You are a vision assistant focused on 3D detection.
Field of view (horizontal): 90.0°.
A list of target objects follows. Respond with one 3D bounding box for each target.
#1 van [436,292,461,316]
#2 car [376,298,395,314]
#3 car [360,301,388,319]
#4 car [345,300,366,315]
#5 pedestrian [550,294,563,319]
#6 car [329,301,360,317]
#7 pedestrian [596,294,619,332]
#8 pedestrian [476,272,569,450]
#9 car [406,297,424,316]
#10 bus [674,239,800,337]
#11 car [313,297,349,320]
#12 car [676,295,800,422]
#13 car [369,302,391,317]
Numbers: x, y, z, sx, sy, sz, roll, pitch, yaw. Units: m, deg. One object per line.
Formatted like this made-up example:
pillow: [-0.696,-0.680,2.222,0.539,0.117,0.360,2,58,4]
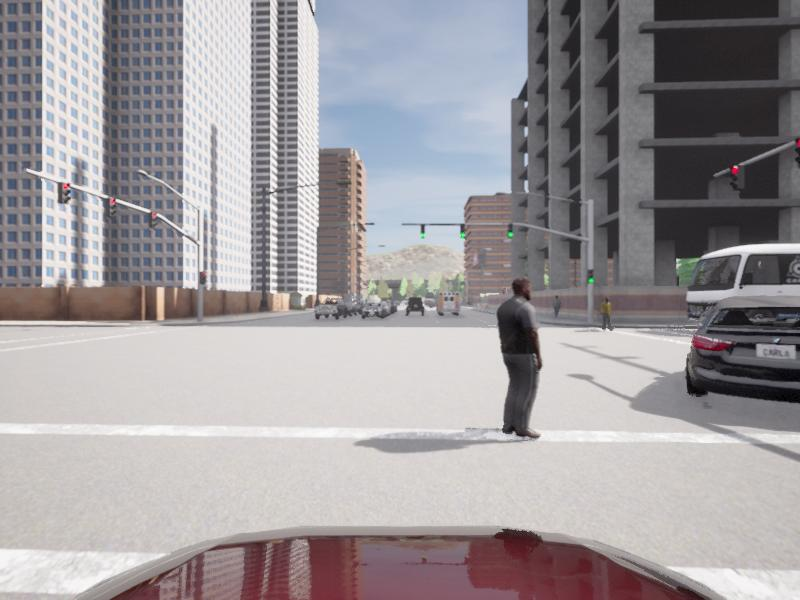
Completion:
van: [5.201,0.404,43.882,2.351,2.431,6.366,0,0,3]
car: [-1.650,0.675,47.042,1.905,1.878,3.866,0,0,3]
car: [-2.245,0.875,35.266,1.970,1.475,3.806,0,0,3]
car: [-5.176,0.817,46.685,1.851,1.617,3.988,0,0,3]
pedestrian: [12.104,0.505,30.971,0.751,1.860,0.751,0,0,11]
car: [-5.503,0.876,40.245,2.163,1.488,4.792,0,0,3]
pedestrian: [10.334,0.649,19.934,0.751,1.860,0.751,0,0,5]
pedestrian: [1.393,0.640,4.650,0.751,1.860,0.751,0,0,-15]
car: [1.663,0.672,43.235,1.905,1.878,3.866,0,0,3]
bus: [19.680,-0.524,19.163,10.273,4.253,3.944,0,0,2]
car: [-5.782,0.674,34.099,1.932,1.855,4.605,0,0,5]
car: [6.633,0.761,7.110,2.242,1.667,4.611,-1,-1,42]
car: [-1.963,0.895,40.972,1.812,1.442,4.674,0,0,3]
